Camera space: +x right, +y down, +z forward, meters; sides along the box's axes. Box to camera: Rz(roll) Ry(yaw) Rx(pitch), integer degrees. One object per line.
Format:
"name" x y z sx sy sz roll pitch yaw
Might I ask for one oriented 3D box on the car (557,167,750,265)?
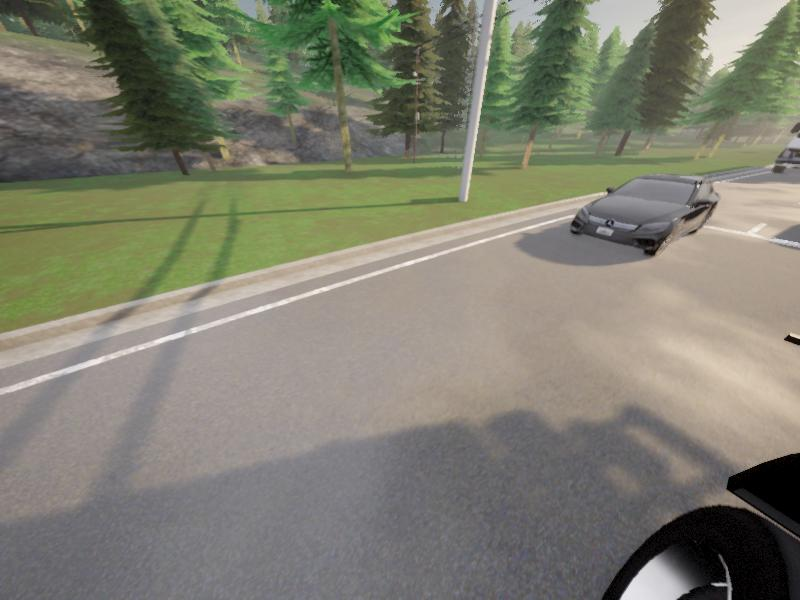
"car" 6.648 -2.470 6.082 4.674 1.442 1.812 -19 39 -25

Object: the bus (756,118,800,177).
"bus" 30.529 -10.950 15.476 10.273 4.253 3.944 -17 38 -22
